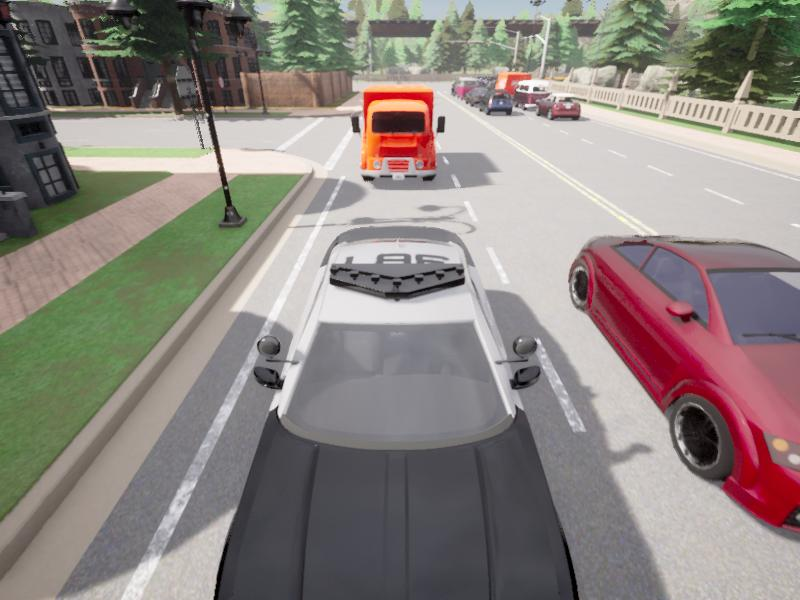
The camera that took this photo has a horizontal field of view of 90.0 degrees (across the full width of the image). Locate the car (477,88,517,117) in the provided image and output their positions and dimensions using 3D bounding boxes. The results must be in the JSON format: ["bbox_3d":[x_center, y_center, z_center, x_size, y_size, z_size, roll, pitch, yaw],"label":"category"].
[{"bbox_3d":[6.914,-14.375,28.974,1.851,1.617,3.988,0,30,0],"label":"car"}]

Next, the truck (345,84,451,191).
[{"bbox_3d":[-0.049,-5.415,12.806,2.627,2.467,5.204,0,30,0],"label":"truck"}]

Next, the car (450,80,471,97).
[{"bbox_3d":[6.869,-24.261,45.927,1.789,1.549,3.705,0,30,0],"label":"car"}]

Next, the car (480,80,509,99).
[{"bbox_3d":[10.372,-23.315,44.234,2.033,1.649,4.856,0,30,0],"label":"car"}]

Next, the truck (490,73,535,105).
[{"bbox_3d":[10.393,-19.891,37.547,2.627,2.467,5.204,0,30,0],"label":"truck"}]

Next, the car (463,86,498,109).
[{"bbox_3d":[6.899,-17.696,34.862,2.033,1.411,5.357,0,30,0],"label":"car"}]

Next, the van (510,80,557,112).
[{"bbox_3d":[10.405,-16.202,31.666,2.069,2.038,4.480,0,30,0],"label":"van"}]

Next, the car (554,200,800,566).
[{"bbox_3d":[3.476,0.216,4.269,1.994,1.385,4.181,0,30,0],"label":"car"}]

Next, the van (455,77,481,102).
[{"bbox_3d":[6.881,-21.538,40.843,1.775,1.987,4.442,0,30,0],"label":"van"}]

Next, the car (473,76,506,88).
[{"bbox_3d":[14.641,-35.717,65.414,4.856,1.649,2.033,0,30,0],"label":"car"}]

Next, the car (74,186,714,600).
[{"bbox_3d":[-0.021,0.509,3.500,1.930,1.638,5.238,0,30,0],"label":"car"}]

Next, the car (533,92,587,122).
[{"bbox_3d":[10.419,-12.803,26.414,1.970,1.475,3.806,0,30,0],"label":"car"}]
